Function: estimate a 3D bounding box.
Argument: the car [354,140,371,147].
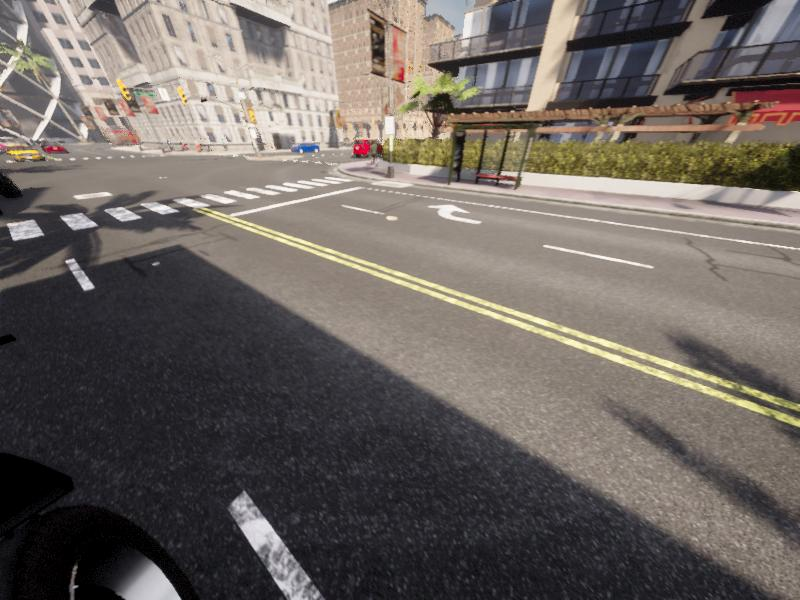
[{"bbox_3d":[-10.644,-44.320,65.525,4.514,1.525,2.007,21,40,27],"label":"car"}]

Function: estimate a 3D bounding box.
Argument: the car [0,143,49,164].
[{"bbox_3d":[-37.864,-14.848,23.255,5.366,1.575,1.801,22,40,27],"label":"car"}]

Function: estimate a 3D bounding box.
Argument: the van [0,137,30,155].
[{"bbox_3d":[-54.667,-21.732,32.513,4.442,1.987,1.775,22,41,28],"label":"van"}]

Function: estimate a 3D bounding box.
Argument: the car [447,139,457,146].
[{"bbox_3d":[18.080,-54.649,80.233,1.905,1.878,3.866,21,40,27],"label":"car"}]

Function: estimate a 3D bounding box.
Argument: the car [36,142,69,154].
[{"bbox_3d":[-52.081,-22.837,34.648,4.181,1.385,1.994,21,40,27],"label":"car"}]

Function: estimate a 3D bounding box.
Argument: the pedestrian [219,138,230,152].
[{"bbox_3d":[-28.642,-25.301,37.675,0.751,1.860,0.751,-27,43,-33],"label":"pedestrian"}]

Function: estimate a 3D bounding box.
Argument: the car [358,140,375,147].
[{"bbox_3d":[-9.899,-46.557,68.590,4.611,1.667,2.242,20,40,25],"label":"car"}]

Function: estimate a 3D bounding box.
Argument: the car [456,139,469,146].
[{"bbox_3d":[21.423,-53.954,79.135,2.150,2.045,5.566,21,40,27],"label":"car"}]

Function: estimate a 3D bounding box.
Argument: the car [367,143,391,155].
[{"bbox_3d":[-3.272,-24.307,37.113,1.789,1.549,3.705,21,40,27],"label":"car"}]

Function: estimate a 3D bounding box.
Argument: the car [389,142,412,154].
[{"bbox_3d":[0.159,-27.236,41.342,2.007,1.525,4.514,21,40,27],"label":"car"}]

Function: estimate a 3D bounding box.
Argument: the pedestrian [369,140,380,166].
[{"bbox_3d":[-2.277,-13.119,20.636,0.751,1.860,0.751,6,36,8],"label":"pedestrian"}]

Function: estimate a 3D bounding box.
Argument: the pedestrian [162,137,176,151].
[{"bbox_3d":[-39.038,-26.329,39.024,0.751,1.860,0.751,20,40,25],"label":"pedestrian"}]

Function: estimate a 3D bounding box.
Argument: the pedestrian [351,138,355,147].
[{"bbox_3d":[-12.296,-41.282,60.587,0.751,1.860,0.751,11,36,14],"label":"pedestrian"}]

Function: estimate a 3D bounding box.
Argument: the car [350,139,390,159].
[{"bbox_3d":[-3.904,-20.323,31.011,2.150,2.045,5.566,21,40,27],"label":"car"}]

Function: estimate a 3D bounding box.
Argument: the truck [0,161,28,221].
[{"bbox_3d":[-15.830,-4.092,7.746,6.274,2.098,2.390,28,43,33],"label":"truck"}]

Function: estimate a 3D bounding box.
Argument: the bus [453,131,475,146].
[{"bbox_3d":[24.061,-60.619,86.713,3.944,4.253,10.273,21,40,27],"label":"bus"}]

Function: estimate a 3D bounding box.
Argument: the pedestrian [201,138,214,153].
[{"bbox_3d":[-29.365,-23.601,35.249,0.751,1.860,0.751,28,43,33],"label":"pedestrian"}]

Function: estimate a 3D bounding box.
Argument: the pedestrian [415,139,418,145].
[{"bbox_3d":[5.663,-55.550,81.081,0.751,1.860,0.751,21,40,27],"label":"pedestrian"}]

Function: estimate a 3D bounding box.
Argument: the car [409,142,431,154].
[{"bbox_3d":[3.505,-26.506,40.269,1.851,1.617,3.988,21,40,27],"label":"car"}]

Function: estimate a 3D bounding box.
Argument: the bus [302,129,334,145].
[{"bbox_3d":[-27.350,-54.401,77.319,10.273,4.253,3.944,21,40,27],"label":"bus"}]

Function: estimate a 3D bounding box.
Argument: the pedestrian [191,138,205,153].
[{"bbox_3d":[-30.577,-23.386,34.930,0.751,1.860,0.751,17,38,22],"label":"pedestrian"}]

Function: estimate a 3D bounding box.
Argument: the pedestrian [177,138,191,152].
[{"bbox_3d":[-34.570,-24.843,36.959,0.751,1.860,0.751,22,41,28],"label":"pedestrian"}]

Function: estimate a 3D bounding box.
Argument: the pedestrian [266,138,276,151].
[{"bbox_3d":[-22.562,-27.098,40.298,0.751,1.860,0.751,21,40,27],"label":"pedestrian"}]

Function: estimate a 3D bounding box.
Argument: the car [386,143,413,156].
[{"bbox_3d":[-0.011,-23.451,35.983,1.837,1.490,4.892,21,40,27],"label":"car"}]

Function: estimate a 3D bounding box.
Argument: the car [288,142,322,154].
[{"bbox_3d":[-15.816,-25.470,38.645,1.882,1.535,5.008,21,40,27],"label":"car"}]
